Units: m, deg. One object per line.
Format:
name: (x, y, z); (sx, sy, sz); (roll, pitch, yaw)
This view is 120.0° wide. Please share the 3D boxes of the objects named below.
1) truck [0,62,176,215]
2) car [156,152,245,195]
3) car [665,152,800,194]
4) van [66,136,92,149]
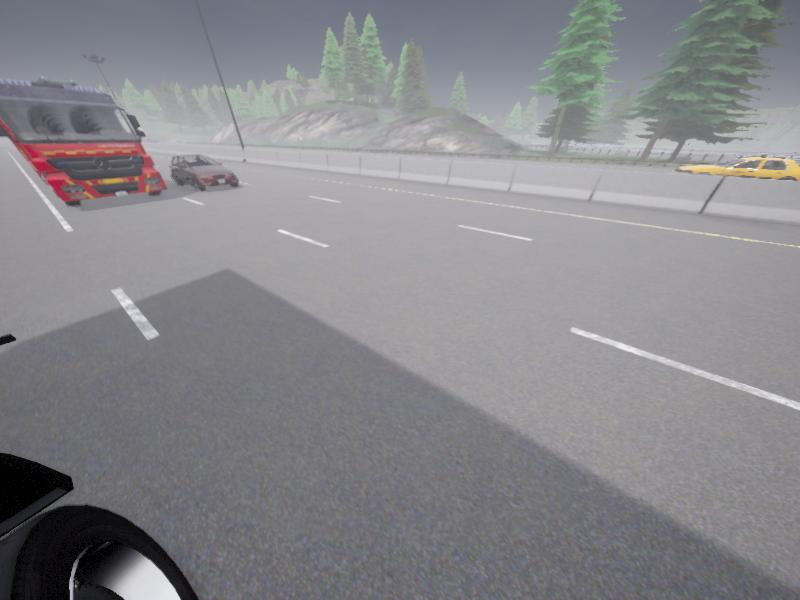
truck: (-13.822, -6.568, 9.741); (8.468, 3.827, 2.891); (22, 41, 28)
car: (-10.232, -6.613, 11.872); (4.193, 1.474, 1.816); (22, 41, 28)
car: (18.905, -7.087, 12.716); (5.366, 1.575, 1.801); (23, 41, 28)
van: (-62.068, -30.501, 44.712); (4.442, 1.987, 1.775); (23, 41, 28)
